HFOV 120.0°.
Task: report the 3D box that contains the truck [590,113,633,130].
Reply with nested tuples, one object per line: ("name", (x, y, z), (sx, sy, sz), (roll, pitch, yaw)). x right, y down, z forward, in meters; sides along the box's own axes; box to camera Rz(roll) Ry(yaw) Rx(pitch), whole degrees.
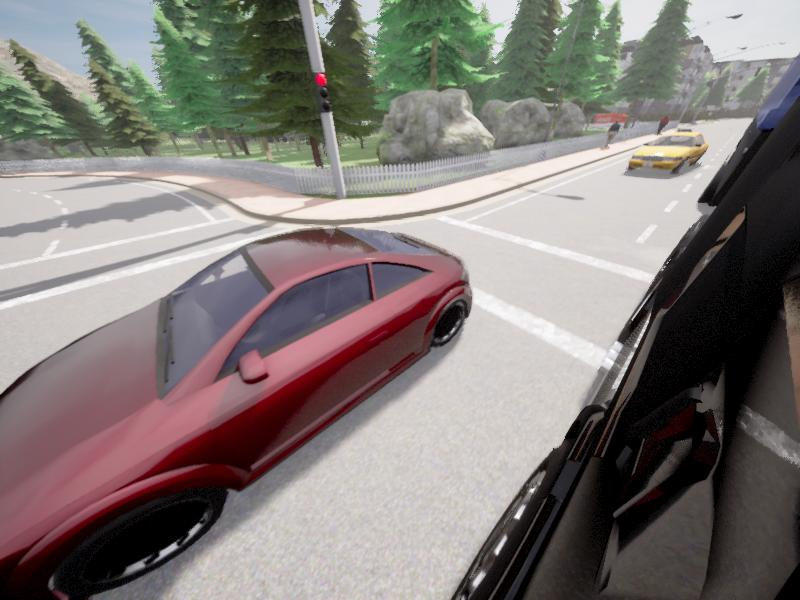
("truck", (42.185, -35.746, 46.240), (2.627, 2.467, 5.204), (-27, 43, -28))

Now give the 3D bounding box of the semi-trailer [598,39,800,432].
("semi-trailer", (8.692, -3.625, 4.211), (14.254, 4.402, 2.717), (-28, 44, -30))

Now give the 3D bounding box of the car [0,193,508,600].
("car", (-1.114, 0.172, 2.374), (4.181, 1.385, 1.994), (-28, 43, -29))

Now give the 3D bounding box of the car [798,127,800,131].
("car", (44.015, -18.609, 24.051), (5.008, 1.535, 1.882), (-28, 44, -30))

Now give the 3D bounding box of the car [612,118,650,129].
("car", (46.472, -35.659, 46.616), (2.128, 1.511, 4.902), (-27, 43, -28))

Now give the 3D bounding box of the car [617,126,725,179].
("car", (12.811, -7.084, 10.891), (5.366, 1.575, 1.801), (-25, 42, -26))

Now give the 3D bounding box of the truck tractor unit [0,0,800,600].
("truck tractor unit", (2.645, -0.295, 0.352), (6.516, 4.208, 3.053), (-28, 44, -30))

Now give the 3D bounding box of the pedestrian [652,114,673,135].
("pedestrian", (29.542, -19.711, 25.994), (0.751, 1.860, 0.751), (-28, 43, -29))

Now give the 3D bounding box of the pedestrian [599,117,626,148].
("pedestrian", (16.340, -12.841, 17.785), (0.751, 1.860, 0.751), (-28, 44, -30))

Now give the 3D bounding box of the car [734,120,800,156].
("car", (22.629, -9.855, 13.966), (4.792, 1.488, 2.163), (-28, 44, -30))
